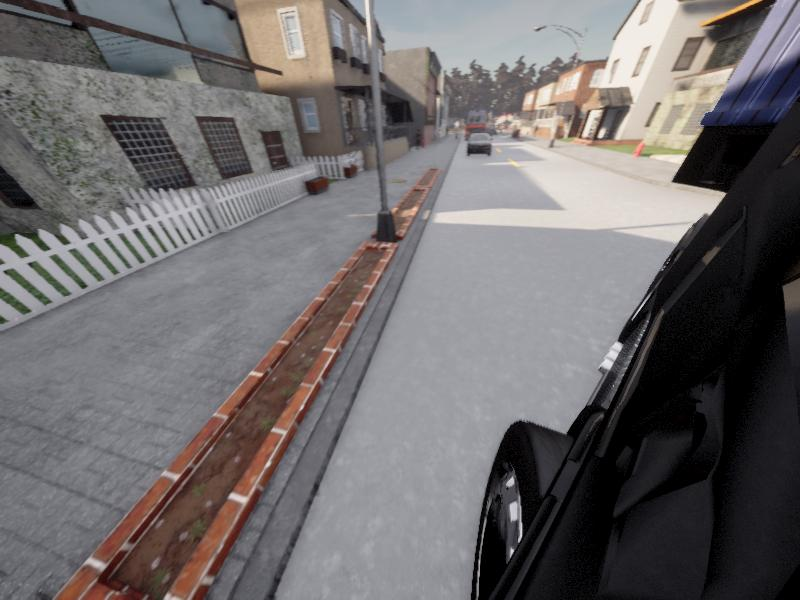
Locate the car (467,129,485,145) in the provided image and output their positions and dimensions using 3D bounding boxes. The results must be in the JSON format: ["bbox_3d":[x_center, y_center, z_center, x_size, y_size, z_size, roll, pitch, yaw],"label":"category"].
[{"bbox_3d":[9.759,-21.168,29.923,1.789,1.549,3.705,6,38,11],"label":"car"}]

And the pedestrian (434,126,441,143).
[{"bbox_3d":[5.395,-23.656,32.992,0.751,1.860,0.751,7,38,13],"label":"pedestrian"}]

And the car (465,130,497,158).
[{"bbox_3d":[6.610,-13.195,19.423,1.930,1.638,5.238,6,38,11],"label":"car"}]

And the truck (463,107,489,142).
[{"bbox_3d":[11.644,-27.123,35.846,2.891,3.827,8.468,6,38,11],"label":"truck"}]

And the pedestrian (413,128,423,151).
[{"bbox_3d":[1.779,-15.877,22.848,0.751,1.860,0.751,9,38,15],"label":"pedestrian"}]

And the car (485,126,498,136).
[{"bbox_3d":[19.569,-36.221,49.427,2.038,1.542,4.974,7,38,11],"label":"car"}]

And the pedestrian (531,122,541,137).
[{"bbox_3d":[21.026,-26.341,35.730,0.751,1.860,0.751,7,38,12],"label":"pedestrian"}]

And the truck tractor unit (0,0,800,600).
[{"bbox_3d":[2.645,-0.295,0.351,6.516,4.208,3.053,-28,44,-30],"label":"truck tractor unit"}]

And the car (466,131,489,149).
[{"bbox_3d":[8.394,-17.553,25.347,1.994,1.385,4.181,7,38,12],"label":"car"}]

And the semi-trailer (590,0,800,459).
[{"bbox_3d":[10.096,-1.495,1.372,14.254,4.402,2.717,-3,36,-1],"label":"semi-trailer"}]
